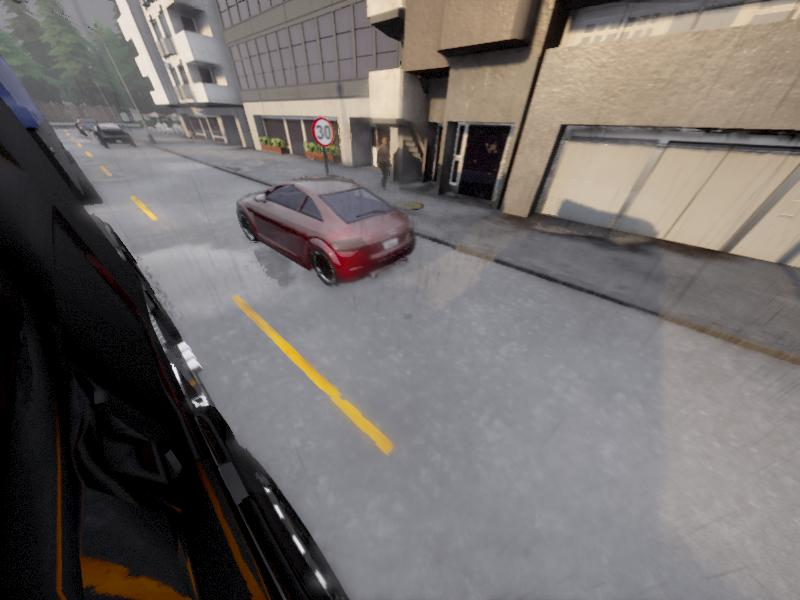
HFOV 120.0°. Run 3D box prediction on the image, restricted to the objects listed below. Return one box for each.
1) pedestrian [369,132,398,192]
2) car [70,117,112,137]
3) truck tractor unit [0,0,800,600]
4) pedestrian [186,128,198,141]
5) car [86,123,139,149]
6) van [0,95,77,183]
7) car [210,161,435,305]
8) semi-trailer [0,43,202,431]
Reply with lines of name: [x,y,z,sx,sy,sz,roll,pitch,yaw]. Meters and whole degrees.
pedestrian: [-0.642,-5.293,8.908,0.751,1.860,0.751,-26,45,-32]
car: [-36.492,-20.418,27.256,5.027,1.651,2.152,28,44,30]
truck tractor unit: [-2.645,-0.295,0.351,6.516,4.208,3.053,28,44,30]
pedestrian: [-22.887,-18.189,25.400,0.500,1.100,0.500,25,42,27]
car: [-23.508,-13.437,18.862,4.892,1.490,1.837,28,44,30]
van: [-16.370,-6.934,9.752,5.915,2.561,1.988,28,44,30]
car: [-1.678,-1.760,4.750,4.181,1.385,1.994,28,44,30]
semi-trailer: [-8.699,-3.605,4.228,14.254,4.402,2.717,28,44,30]
